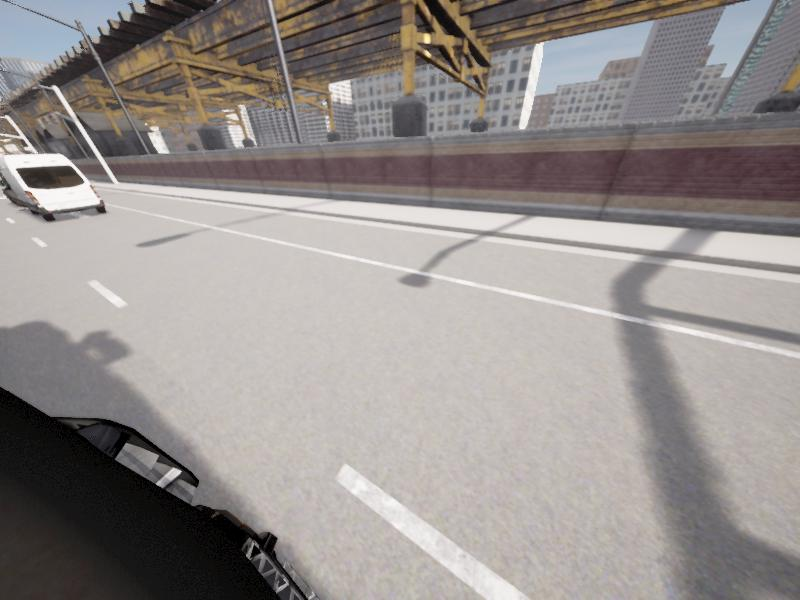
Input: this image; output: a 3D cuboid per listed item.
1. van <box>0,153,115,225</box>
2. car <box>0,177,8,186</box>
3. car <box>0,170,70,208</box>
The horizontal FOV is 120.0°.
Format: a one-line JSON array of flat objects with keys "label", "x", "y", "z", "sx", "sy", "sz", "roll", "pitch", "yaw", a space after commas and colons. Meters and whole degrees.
[{"label": "van", "x": -17.253, "y": -5.576, "z": 11.337, "sx": 5.915, "sy": 2.561, "sz": 1.988, "roll": 16, "pitch": 38, "yaw": 26}, {"label": "car", "x": -55.405, "y": -16.161, "z": 30.874, "sx": 5.027, "sy": 1.651, "sz": 2.152, "roll": 16, "pitch": 38, "yaw": 26}, {"label": "car", "x": -24.157, "y": -7.292, "z": 15.007, "sx": 3.866, "sy": 1.878, "sz": 1.905, "roll": 16, "pitch": 38, "yaw": 26}]
